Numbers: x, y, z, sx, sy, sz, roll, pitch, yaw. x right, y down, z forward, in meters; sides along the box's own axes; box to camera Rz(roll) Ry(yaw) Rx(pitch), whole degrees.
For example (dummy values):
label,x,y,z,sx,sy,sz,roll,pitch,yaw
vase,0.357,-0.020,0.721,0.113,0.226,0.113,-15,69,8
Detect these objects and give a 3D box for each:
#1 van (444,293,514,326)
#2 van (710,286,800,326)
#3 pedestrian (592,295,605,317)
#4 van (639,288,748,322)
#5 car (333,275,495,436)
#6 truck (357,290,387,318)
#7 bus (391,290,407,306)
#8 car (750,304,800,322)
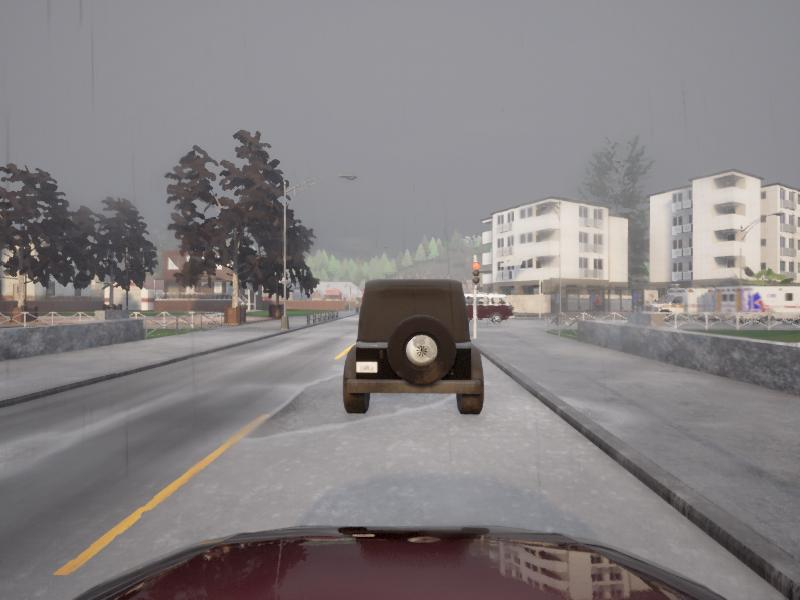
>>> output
label,x,y,z,sx,sy,sz,roll,pitch,yaw
van,5.363,0.570,26.997,4.480,2.038,2.069,0,2,16
van,24.107,0.378,25.771,6.366,2.431,2.351,0,0,2
pedestrian,17.527,0.524,35.385,0.751,1.860,0.751,0,0,-7
van,21.752,0.378,29.883,6.366,2.431,2.351,0,0,2
car,0.220,0.646,6.640,1.905,1.878,3.866,0,0,2
truck,-2.617,0.354,39.191,2.627,2.467,5.204,0,0,0
bus,-0.275,-0.539,108.647,3.944,4.253,10.273,0,0,2
car,29.156,0.944,29.630,4.718,1.301,1.895,0,0,2
